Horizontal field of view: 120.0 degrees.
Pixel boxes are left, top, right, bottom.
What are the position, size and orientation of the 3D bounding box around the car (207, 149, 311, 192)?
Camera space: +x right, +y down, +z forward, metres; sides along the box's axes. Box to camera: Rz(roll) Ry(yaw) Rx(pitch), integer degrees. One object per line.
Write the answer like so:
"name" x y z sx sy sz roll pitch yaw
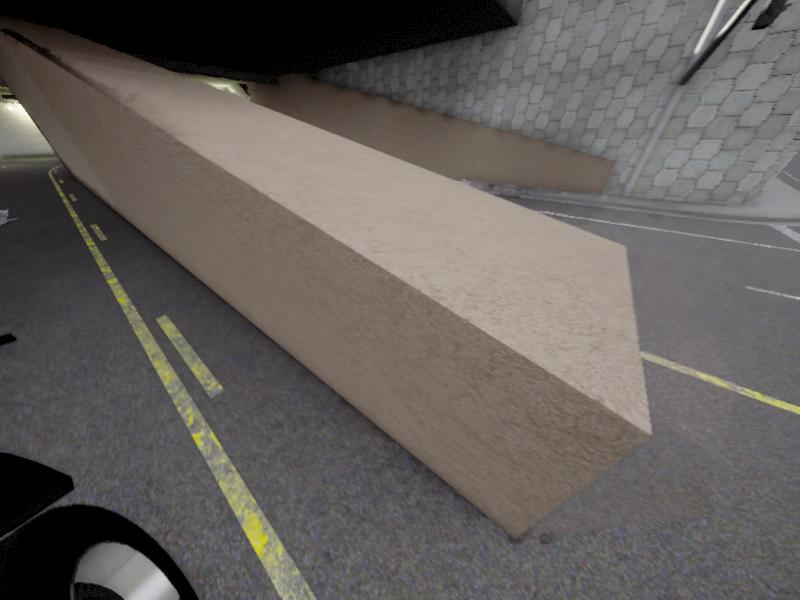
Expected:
"car" -7.784 -7.301 12.828 5.027 1.651 2.152 18 39 23
